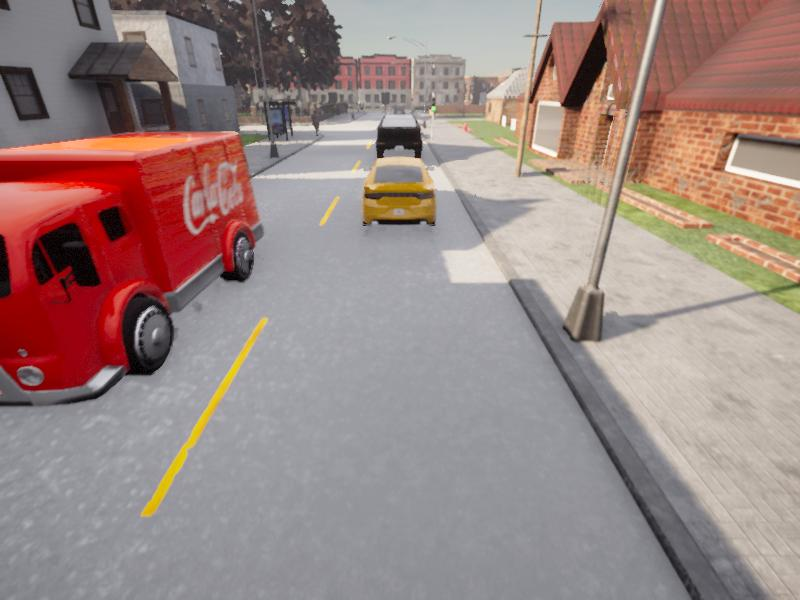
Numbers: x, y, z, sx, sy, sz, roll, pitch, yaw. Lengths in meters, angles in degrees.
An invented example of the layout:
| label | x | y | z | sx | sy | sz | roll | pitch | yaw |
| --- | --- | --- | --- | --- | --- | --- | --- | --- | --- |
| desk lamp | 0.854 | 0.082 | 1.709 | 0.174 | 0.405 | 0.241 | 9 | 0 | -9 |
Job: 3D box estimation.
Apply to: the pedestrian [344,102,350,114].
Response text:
| label | x | y | z | sx | sy | sz | roll | pitch | yaw |
| --- | --- | --- | --- | --- | --- | --- | --- | --- | --- |
| pedestrian | -9.394 | -33.952 | 70.721 | 0.751 | 1.860 | 0.751 | 0 | 27 | 0 |

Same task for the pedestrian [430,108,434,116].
| label | x | y | z | sx | sy | sz | roll | pitch | yaw |
| --- | --- | --- | --- | --- | --- | --- | --- | --- | --- |
| pedestrian | 5.108 | -29.816 | 63.438 | 0.500 | 1.100 | 0.500 | 7 | 28 | 14 |

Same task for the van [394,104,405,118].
| label | x | y | z | sx | sy | sz | roll | pitch | yaw |
| --- | --- | --- | --- | --- | --- | --- | --- | --- | --- |
| van | -0.120 | -30.809 | 65.180 | 1.775 | 1.987 | 4.442 | 0 | 27 | 0 |

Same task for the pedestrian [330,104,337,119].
| label | x | y | z | sx | sy | sz | roll | pitch | yaw |
| --- | --- | --- | --- | --- | --- | --- | --- | --- | --- |
| pedestrian | -9.329 | -26.400 | 55.962 | 0.751 | 1.860 | 0.751 | -1 | 27 | -2 |

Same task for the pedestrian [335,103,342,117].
| label | x | y | z | sx | sy | sz | roll | pitch | yaw |
| --- | --- | --- | --- | --- | --- | --- | --- | --- | --- |
| pedestrian | -9.368 | -29.007 | 61.054 | 0.751 | 1.860 | 0.751 | 0 | 27 | 0 |

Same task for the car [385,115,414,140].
| label | x | y | z | sx | sy | sz | roll | pitch | yaw |
| --- | --- | --- | --- | --- | --- | --- | --- | --- | --- |
| car | -0.063 | -13.871 | 32.119 | 2.128 | 1.511 | 4.902 | 0 | 27 | 0 |

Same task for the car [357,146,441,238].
| label | x | y | z | sx | sy | sz | roll | pitch | yaw |
| --- | --- | --- | --- | --- | --- | --- | --- | --- | --- |
| car | -0.026 | -3.320 | 11.467 | 1.882 | 1.535 | 5.008 | 0 | 27 | 0 |

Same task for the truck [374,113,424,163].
| label | x | y | z | sx | sy | sz | roll | pitch | yaw |
| --- | --- | --- | --- | --- | --- | --- | --- | --- | --- |
| truck | -0.046 | -9.199 | 22.337 | 2.390 | 2.098 | 6.274 | 0 | 27 | 0 |

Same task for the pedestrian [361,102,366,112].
| label | x | y | z | sx | sy | sz | roll | pitch | yaw |
| --- | --- | --- | --- | --- | --- | --- | --- | --- | --- |
| pedestrian | -7.148 | -37.953 | 78.653 | 0.751 | 1.860 | 0.751 | 0 | 27 | 1 |

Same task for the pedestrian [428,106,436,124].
| label | x | y | z | sx | sy | sz | roll | pitch | yaw |
| --- | --- | --- | --- | --- | --- | --- | --- | --- | --- |
| pedestrian | 3.686 | -21.244 | 45.854 | 0.751 | 1.860 | 0.751 | 9 | 28 | 16 |

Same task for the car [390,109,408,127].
| label | x | y | z | sx | sy | sz | roll | pitch | yaw |
| --- | --- | --- | --- | --- | --- | --- | --- | --- | --- |
| car | -0.081 | -20.207 | 44.395 | 1.851 | 1.617 | 3.988 | 0 | 27 | 0 |

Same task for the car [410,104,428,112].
| label | x | y | z | sx | sy | sz | roll | pitch | yaw |
| --- | --- | --- | --- | --- | --- | --- | --- | --- | --- |
| car | 4.149 | -41.607 | 86.735 | 3.705 | 1.549 | 1.789 | 0 | 27 | 0 |

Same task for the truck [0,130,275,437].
| label | x | y | z | sx | sy | sz | roll | pitch | yaw |
| --- | --- | --- | --- | --- | --- | --- | --- | --- | --- |
| truck | -4.017 | -0.914 | 5.749 | 2.627 | 2.467 | 5.204 | 0 | 27 | 0 |

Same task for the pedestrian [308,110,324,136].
| label | x | y | z | sx | sy | sz | roll | pitch | yaw |
| --- | --- | --- | --- | --- | --- | --- | --- | --- | --- |
| pedestrian | -6.622 | -13.983 | 31.648 | 0.751 | 1.860 | 0.751 | 11 | 29 | 21 |

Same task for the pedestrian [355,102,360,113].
| label | x | y | z | sx | sy | sz | roll | pitch | yaw |
| --- | --- | --- | --- | --- | --- | --- | --- | --- | --- |
| pedestrian | -7.670 | -34.979 | 72.725 | 0.751 | 1.860 | 0.751 | 2 | 27 | 4 |
